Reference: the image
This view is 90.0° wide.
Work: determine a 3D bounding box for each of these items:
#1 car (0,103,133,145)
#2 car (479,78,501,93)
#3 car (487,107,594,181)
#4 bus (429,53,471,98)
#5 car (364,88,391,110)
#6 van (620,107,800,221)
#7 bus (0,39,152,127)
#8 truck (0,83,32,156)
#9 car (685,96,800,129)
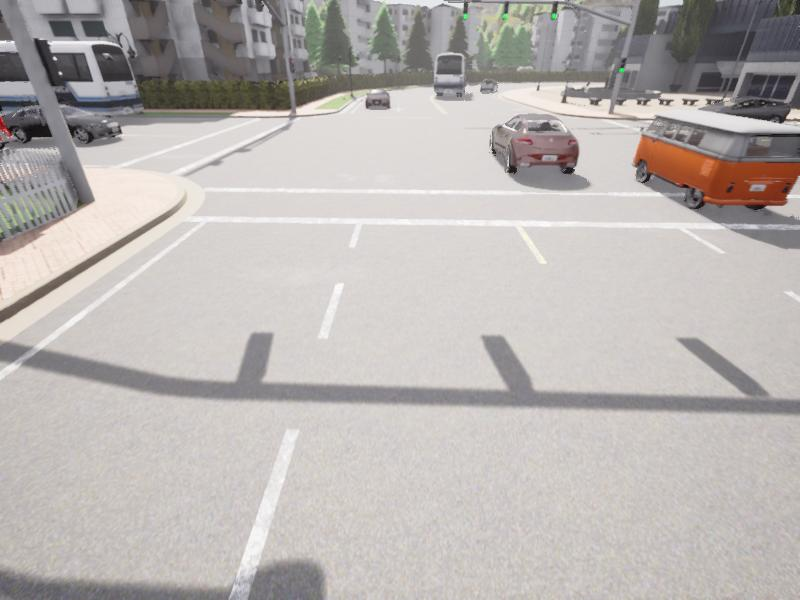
[{"bbox_3d":[-15.536,-8.103,18.359,4.902,1.511,2.128,1,30,2],"label":"car"},{"bbox_3d":[12.282,-29.283,54.530,1.851,1.617,3.988,12,32,20],"label":"car"},{"bbox_3d":[4.584,-5.642,14.058,2.152,1.651,5.027,1,30,2],"label":"car"},{"bbox_3d":[6.187,-27.120,48.208,3.944,4.253,10.273,5,31,9],"label":"bus"},{"bbox_3d":[-1.833,-16.951,33.653,1.994,1.385,4.181,0,30,0],"label":"car"},{"bbox_3d":[7.941,-3.789,10.530,1.775,1.987,4.442,1,30,2],"label":"van"},{"bbox_3d":[-21.593,-12.906,23.861,10.273,4.253,3.944,2,30,2],"label":"bus"},{"bbox_3d":[-18.158,-6.813,15.199,5.204,2.467,2.627,1,30,2],"label":"truck"},{"bbox_3d":[19.546,-10.778,22.953,4.514,1.525,2.007,2,30,3],"label":"car"}]
